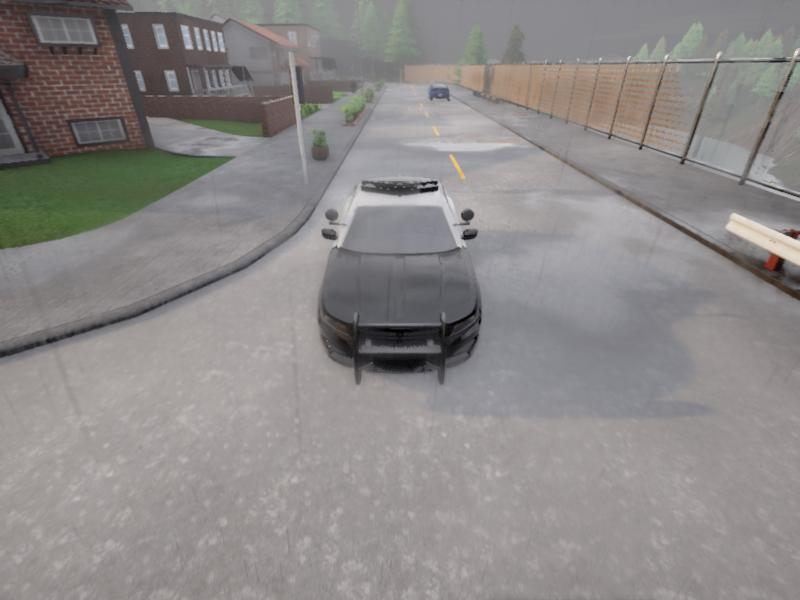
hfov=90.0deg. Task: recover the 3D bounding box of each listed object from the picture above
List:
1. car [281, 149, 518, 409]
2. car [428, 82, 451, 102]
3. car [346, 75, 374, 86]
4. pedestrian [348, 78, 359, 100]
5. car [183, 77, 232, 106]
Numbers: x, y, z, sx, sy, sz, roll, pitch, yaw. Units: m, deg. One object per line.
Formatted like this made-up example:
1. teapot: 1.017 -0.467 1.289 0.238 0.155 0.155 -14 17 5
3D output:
1. car: -0.003 -0.913 5.938 1.930 1.638 5.238 0 30 0
2. car: 3.976 -21.521 41.289 1.882 1.535 5.008 0 30 0
3. car: -7.634 -41.902 76.342 5.027 1.651 2.152 0 30 0
4. pedestrian: -4.631 -20.979 39.787 0.751 1.860 0.751 6 31 9
5. car: -15.554 -17.042 32.620 1.905 1.878 3.866 0 30 0
